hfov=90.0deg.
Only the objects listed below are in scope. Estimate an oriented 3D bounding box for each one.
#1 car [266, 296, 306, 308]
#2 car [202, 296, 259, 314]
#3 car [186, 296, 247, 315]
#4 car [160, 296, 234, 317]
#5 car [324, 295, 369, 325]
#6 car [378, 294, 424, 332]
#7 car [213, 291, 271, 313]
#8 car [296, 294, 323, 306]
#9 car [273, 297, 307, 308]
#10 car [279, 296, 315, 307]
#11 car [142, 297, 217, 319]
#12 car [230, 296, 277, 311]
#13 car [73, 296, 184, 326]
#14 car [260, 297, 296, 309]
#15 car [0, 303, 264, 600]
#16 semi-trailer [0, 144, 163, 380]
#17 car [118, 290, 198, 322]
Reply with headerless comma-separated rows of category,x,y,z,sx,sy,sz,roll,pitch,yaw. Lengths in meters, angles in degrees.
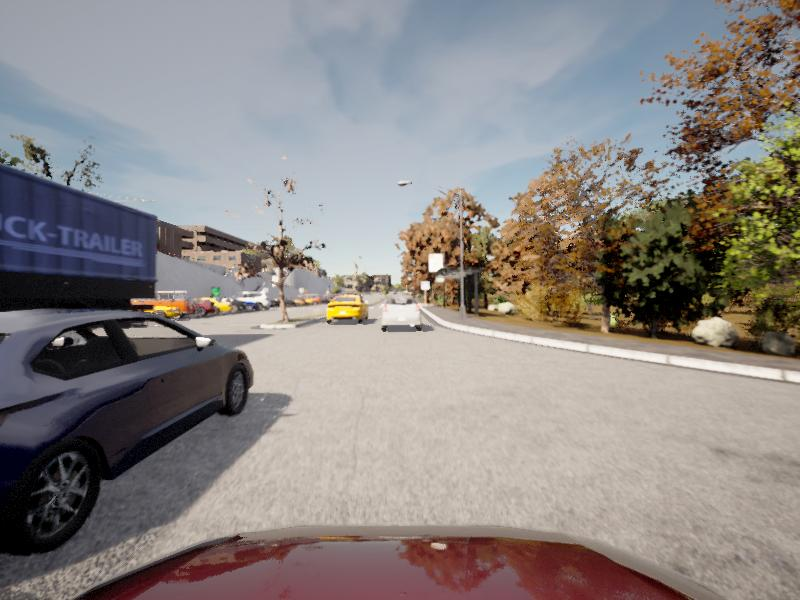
car,-16.483,0.282,57.726,5.366,1.575,1.946,-2,0,-20
car,-16.751,0.447,39.773,5.008,1.535,2.097,-2,0,-20
car,-16.754,0.483,36.787,4.892,1.521,2.231,-2,1,-20
car,-16.949,0.519,33.741,5.366,1.575,1.946,-2,1,-20
car,-2.921,0.471,22.938,1.882,1.535,5.008,-1,1,0
car,0.058,0.502,17.998,1.845,1.501,3.633,-1,1,0
car,-16.763,0.164,42.734,5.566,2.045,2.435,-2,1,-20
car,-16.479,-0.035,72.627,4.442,1.987,1.878,-2,0,-20
car,-16.667,0.303,60.631,4.792,1.488,2.163,-2,1,-20
car,-16.452,0.248,63.692,5.366,1.575,1.946,-2,0,-20
car,-16.815,0.585,30.811,4.792,1.488,2.163,-2,1,-20
car,-16.726,0.387,45.738,4.892,1.521,2.231,-2,0,-20
car,-16.647,0.621,24.925,5.366,1.575,1.946,-2,0,-20
car,-16.666,0.351,54.678,4.674,1.452,2.002,-2,1,-20
car,-2.985,0.812,3.973,1.816,1.474,4.193,0,1,0
semi-trailer,-8.842,-0.682,5.424,2.717,4.402,14.254,0,1,0
car,-16.701,0.363,27.881,4.442,1.987,1.878,-2,0,-20
